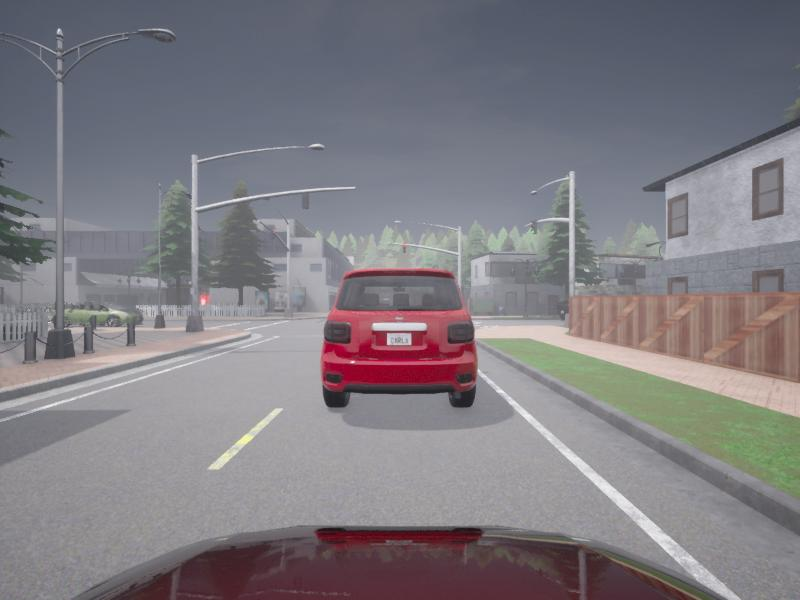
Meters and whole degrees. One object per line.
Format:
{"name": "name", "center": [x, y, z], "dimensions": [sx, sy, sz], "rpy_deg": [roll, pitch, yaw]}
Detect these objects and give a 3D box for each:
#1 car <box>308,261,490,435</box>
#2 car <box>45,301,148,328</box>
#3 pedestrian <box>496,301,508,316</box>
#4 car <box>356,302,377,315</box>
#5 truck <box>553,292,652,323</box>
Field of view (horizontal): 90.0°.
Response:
{"name": "car", "center": [-0.013, 0.568, 7.496], "dimensions": [2.150, 2.045, 5.566], "rpy_deg": [0, 0, 0]}
{"name": "car", "center": [-17.768, 0.843, 23.628], "dimensions": [4.514, 1.525, 2.007], "rpy_deg": [0, 0, -2]}
{"name": "pedestrian", "center": [8.929, 0.746, 35.050], "dimensions": [0.751, 1.300, 0.751], "rpy_deg": [0, 0, 42]}
{"name": "car", "center": [-3.565, 0.907, 43.454], "dimensions": [1.994, 1.385, 4.181], "rpy_deg": [0, 0, 0]}
{"name": "truck", "center": [14.789, 0.523, 29.358], "dimensions": [6.274, 2.098, 2.390], "rpy_deg": [0, 0, -9]}
